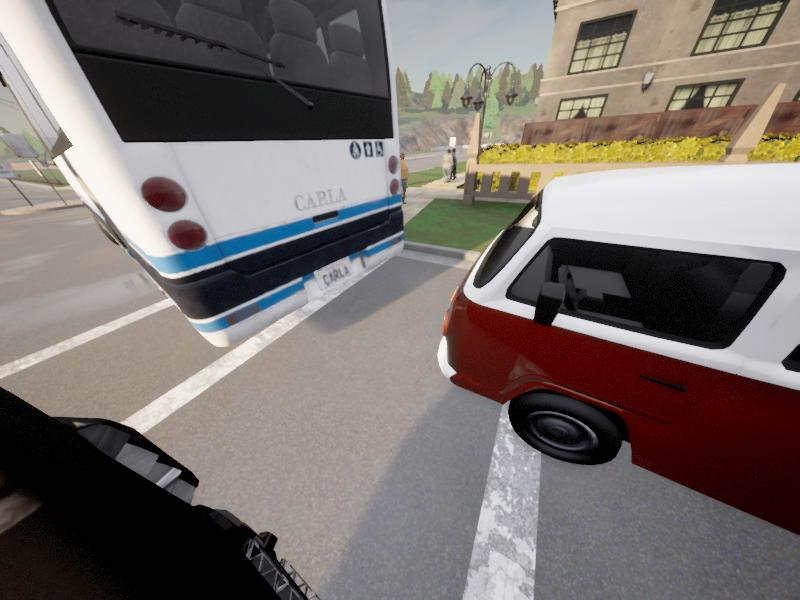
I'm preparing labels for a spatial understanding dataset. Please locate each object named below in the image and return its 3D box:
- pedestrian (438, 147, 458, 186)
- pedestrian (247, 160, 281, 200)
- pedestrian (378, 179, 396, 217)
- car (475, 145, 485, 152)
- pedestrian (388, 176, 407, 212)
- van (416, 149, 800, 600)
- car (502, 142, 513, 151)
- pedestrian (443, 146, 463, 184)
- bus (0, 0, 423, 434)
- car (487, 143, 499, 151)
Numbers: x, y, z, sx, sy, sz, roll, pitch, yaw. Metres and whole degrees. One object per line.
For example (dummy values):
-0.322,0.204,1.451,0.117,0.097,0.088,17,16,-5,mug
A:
2.675,-7.498,13.014,0.751,1.860,0.751,17,38,27,pedestrian
-7.326,-6.470,12.503,0.751,1.860,0.751,11,36,19,pedestrian
-0.444,-3.508,7.936,0.500,1.100,0.500,-7,34,-6,pedestrian
23.542,-44.615,67.933,1.816,1.474,4.193,17,38,27,car
-0.076,-3.874,8.457,0.500,1.100,0.500,14,37,23,pedestrian
2.576,0.311,1.429,4.480,2.038,2.069,16,38,26,van
30.974,-44.315,66.569,1.905,1.878,3.866,18,39,28,car
3.116,-7.892,13.573,0.751,1.860,0.751,18,39,28,pedestrian
-4.950,-2.983,4.958,10.273,4.253,3.944,21,40,31,bus
26.750,-44.082,66.533,1.932,1.855,4.605,18,39,28,car
